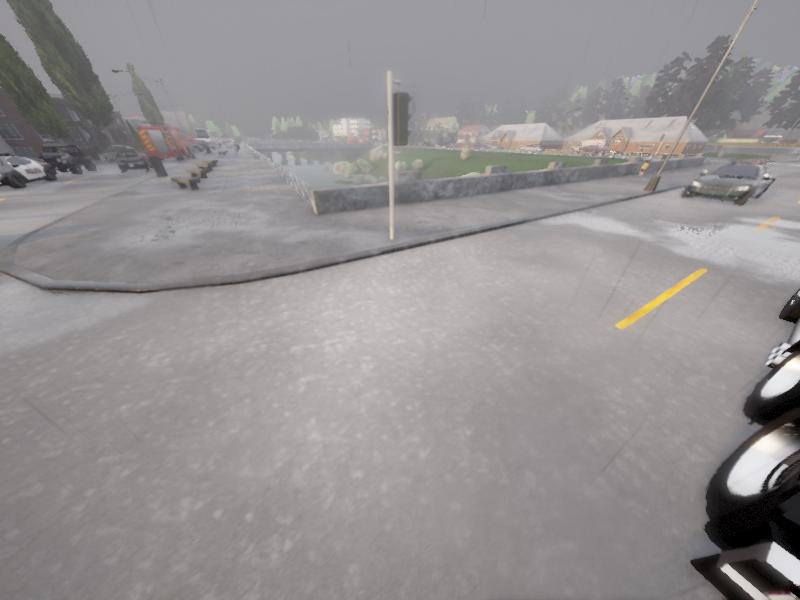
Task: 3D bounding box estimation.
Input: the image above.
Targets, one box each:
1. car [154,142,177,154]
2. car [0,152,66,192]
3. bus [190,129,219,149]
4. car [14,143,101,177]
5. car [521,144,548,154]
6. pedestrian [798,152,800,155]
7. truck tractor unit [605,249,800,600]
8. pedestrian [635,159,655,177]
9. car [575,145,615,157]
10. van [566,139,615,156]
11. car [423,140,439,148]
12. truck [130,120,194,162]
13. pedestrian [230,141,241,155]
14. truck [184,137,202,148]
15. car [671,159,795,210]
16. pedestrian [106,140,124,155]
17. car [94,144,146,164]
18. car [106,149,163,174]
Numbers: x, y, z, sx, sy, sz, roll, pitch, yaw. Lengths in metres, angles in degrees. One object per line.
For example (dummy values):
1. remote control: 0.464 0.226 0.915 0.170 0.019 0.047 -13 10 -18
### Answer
1. car: -42.175 -27.423 41.662 1.851 1.617 3.988 -18 39 -24
2. car: -21.964 -7.163 12.778 2.038 1.542 4.974 -18 39 -24
3. bus: -53.521 -44.370 63.601 3.944 4.253 10.273 -18 39 -24
4. car: -25.209 -10.540 17.283 1.905 1.878 3.866 -18 39 -24
5. car: 28.469 -32.094 49.020 2.007 1.525 4.514 -18 39 -24
6. pedestrian: 80.983 -30.090 46.051 0.751 1.860 0.751 28 43 33
7. truck tractor unit: 5.081 -0.330 0.816 6.516 4.208 3.053 -19 39 -25
8. pedestrian: 17.492 -9.440 16.522 0.500 1.100 0.500 21 40 27
9. car: 34.255 -26.323 40.763 1.882 1.535 5.008 -18 39 -24
10. van: 36.243 -29.293 44.270 2.351 2.431 6.366 -18 39 -24
11. car: 9.938 -50.912 75.464 2.150 2.045 5.566 -18 39 -24
12. truck: -29.249 -19.937 29.070 2.891 3.827 8.468 -17 39 -24
13. pedestrian: -25.873 -23.939 36.343 0.751 1.860 0.751 -7 36 -11
14. truck: -60.180 -45.847 67.234 2.627 2.467 5.204 -18 39 -24
15. car: 15.410 -5.504 10.698 4.974 1.542 2.038 -18 39 -24
16. pedestrian: -43.510 -23.276 35.245 0.751 1.860 0.751 -13 37 -19
17. car: -31.273 -16.514 26.059 2.152 1.651 5.027 -18 39 -24
18. car: -21.805 -11.596 19.199 1.816 1.474 4.193 -18 39 -25
